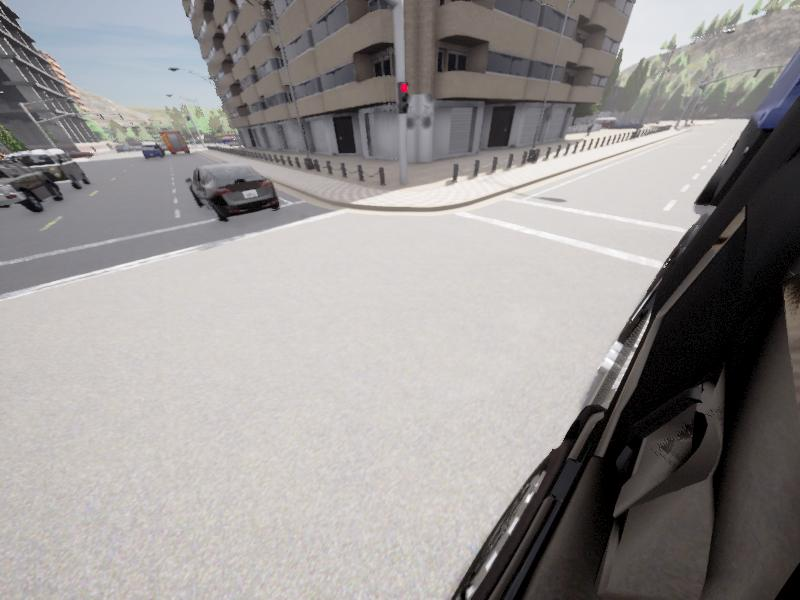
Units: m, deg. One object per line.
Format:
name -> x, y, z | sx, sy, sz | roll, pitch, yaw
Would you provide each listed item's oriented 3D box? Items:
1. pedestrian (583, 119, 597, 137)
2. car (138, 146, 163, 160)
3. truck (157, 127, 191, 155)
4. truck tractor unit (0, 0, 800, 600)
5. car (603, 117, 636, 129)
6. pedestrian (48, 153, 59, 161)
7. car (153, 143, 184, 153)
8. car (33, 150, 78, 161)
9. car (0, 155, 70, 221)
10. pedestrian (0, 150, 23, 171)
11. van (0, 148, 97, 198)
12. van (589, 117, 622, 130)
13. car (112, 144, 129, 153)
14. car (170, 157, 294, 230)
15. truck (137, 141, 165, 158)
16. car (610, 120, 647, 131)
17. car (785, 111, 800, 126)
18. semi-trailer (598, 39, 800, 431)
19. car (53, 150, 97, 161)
pedestrian -> 25.727, -23.281, 31.242 | 0.751, 1.860, 0.751 | 26, 46, 33
car -> -37.002, -21.920, 34.369 | 1.882, 1.535, 5.008 | -28, 43, -30
truck -> -41.495, -29.105, 42.406 | 2.891, 3.827, 8.468 | -28, 44, -30
truck tractor unit -> 2.645, -0.295, 0.351 | 6.516, 4.208, 3.053 | -28, 44, -30
car -> 47.686, -38.426, 50.260 | 1.932, 1.855, 4.605 | -28, 43, -30
pedestrian -> -58.775, -24.284, 39.160 | 0.500, 1.100, 0.500 | 24, 45, 32
car -> -53.832, -35.526, 53.853 | 4.974, 1.542, 2.038 | -28, 44, -30
car -> -67.188, -28.251, 45.176 | 4.674, 1.442, 1.812 | -28, 44, -30
car -> -16.510, -4.700, 9.543 | 1.932, 1.855, 4.605 | -28, 43, -30
pedestrian -> -43.301, -15.389, 25.503 | 0.751, 1.860, 0.751 | -24, 42, -26
van -> -20.844, -7.741, 13.792 | 2.069, 2.038, 4.480 | -28, 43, -30
van -> 43.458, -37.357, 48.995 | 2.069, 2.038, 4.480 | -28, 44, -30
car -> -75.005, -40.772, 62.097 | 2.097, 1.767, 4.553 | -29, 44, -30
car -> -6.141, -4.077, 8.301 | 2.163, 1.488, 4.792 | -32, 46, -33
truck -> -42.001, -25.560, 39.135 | 2.390, 2.098, 6.274 | -28, 43, -30
car -> 43.801, -33.596, 44.430 | 1.812, 1.442, 4.674 | -27, 43, -29
car -> 62.634, -28.337, 35.973 | 5.027, 1.651, 2.152 | -28, 43, -29
semi-trailer -> 8.675, -3.618, 4.254 | 14.254, 4.402, 2.717 | -28, 44, -30
car -> -62.541, -27.963, 44.576 | 4.718, 1.301, 1.895 | -28, 44, -30
